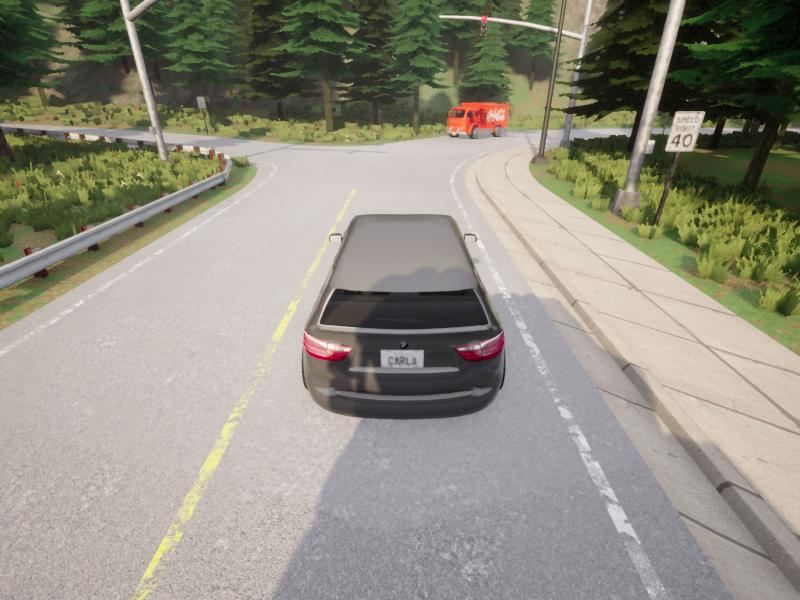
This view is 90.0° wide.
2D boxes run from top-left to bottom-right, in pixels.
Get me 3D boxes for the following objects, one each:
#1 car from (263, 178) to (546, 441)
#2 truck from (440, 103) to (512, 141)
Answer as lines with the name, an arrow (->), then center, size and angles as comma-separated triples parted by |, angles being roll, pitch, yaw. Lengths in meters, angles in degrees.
car -> 0.042, -0.416, 5.593 | 2.242, 1.667, 4.611 | 0, 27, 0
truck -> 5.870, -13.741, 30.674 | 5.204, 2.467, 2.627 | -22, 35, -38
